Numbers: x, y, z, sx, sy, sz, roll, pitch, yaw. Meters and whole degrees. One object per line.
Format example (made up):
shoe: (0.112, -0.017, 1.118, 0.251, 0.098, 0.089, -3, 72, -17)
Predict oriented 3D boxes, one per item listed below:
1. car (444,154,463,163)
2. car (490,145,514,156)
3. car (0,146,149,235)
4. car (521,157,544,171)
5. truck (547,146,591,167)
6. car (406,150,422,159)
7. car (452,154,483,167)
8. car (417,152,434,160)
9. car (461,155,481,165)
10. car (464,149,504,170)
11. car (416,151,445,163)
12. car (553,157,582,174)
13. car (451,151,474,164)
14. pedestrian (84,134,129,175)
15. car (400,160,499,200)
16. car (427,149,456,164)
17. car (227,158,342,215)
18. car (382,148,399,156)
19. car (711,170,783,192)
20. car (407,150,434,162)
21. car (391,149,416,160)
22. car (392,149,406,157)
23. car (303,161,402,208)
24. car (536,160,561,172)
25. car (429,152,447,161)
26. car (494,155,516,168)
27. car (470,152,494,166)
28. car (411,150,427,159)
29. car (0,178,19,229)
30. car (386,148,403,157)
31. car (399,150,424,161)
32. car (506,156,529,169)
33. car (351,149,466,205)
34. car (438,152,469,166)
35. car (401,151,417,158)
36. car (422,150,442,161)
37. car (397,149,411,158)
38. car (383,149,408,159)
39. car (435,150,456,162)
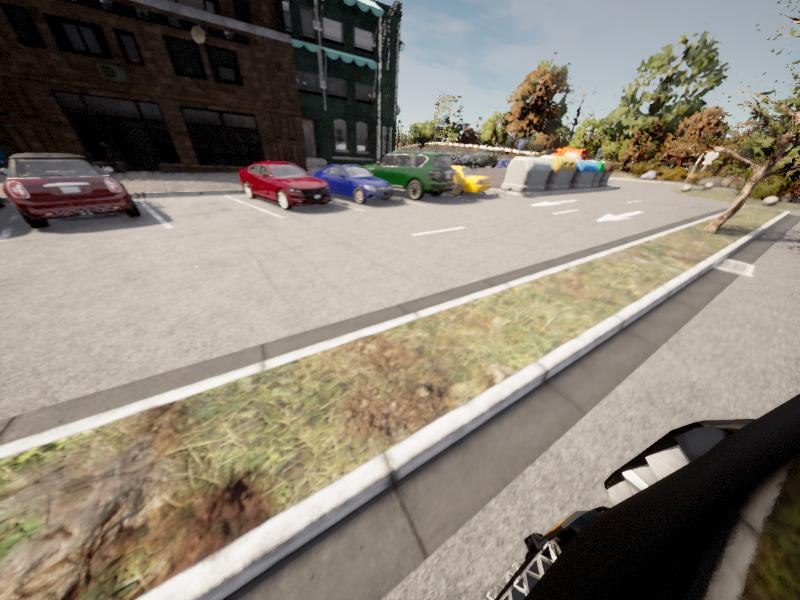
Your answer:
car: (12.978, -34.314, 55.909, 2.231, 1.521, 4.892, 27, 38, 32)
car: (22.859, -33.853, 52.176, 2.007, 1.525, 4.514, -14, 41, -26)
car: (-10.178, -3.632, 7.136, 4.553, 1.767, 2.185, 26, 40, 32)
car: (23.333, -23.932, 40.636, 2.185, 1.767, 4.553, 27, 38, 31)
truck: (30.197, -25.817, 41.568, 2.627, 2.467, 5.204, -14, 41, -26)
car: (4.099, -43.393, 68.843, 2.185, 1.767, 4.553, 27, 38, 32)
car: (9.407, -19.330, 32.042, 2.002, 1.452, 4.674, 27, 40, 31)
car: (7.055, -40.265, 64.583, 2.163, 1.488, 4.792, 28, 39, 31)
car: (15.930, -31.283, 51.564, 2.163, 1.488, 4.792, 28, 39, 31)
car: (10.858, -18.096, 29.738, 2.435, 2.045, 5.566, 27, 40, 32)
car: (5.181, -23.836, 38.515, 1.946, 1.575, 5.366, 27, 39, 32)
car: (26.331, -21.068, 36.272, 2.435, 2.045, 5.566, 27, 38, 32)
car: (14.513, -33.040, 53.626, 2.435, 2.045, 5.566, 27, 38, 31)
pedestrian: (-16.372, -8.101, 12.953, 0.751, 1.860, 0.751, -17, 38, -30)
car: (2.729, -7.344, 13.862, 5.366, 1.575, 1.946, 26, 40, 32)
car: (6.498, -22.389, 36.181, 2.185, 1.767, 4.553, 27, 40, 32)
car: (-4.987, -5.025, 9.846, 5.008, 1.535, 2.097, 26, 39, 32)
car: (-3.242, -51.007, 79.661, 2.435, 2.045, 5.566, 27, 38, 32)
car: (39.458, -13.691, 26.448, 1.851, 1.617, 3.988, -3, 35, -12)
car: (3.621, -25.221, 40.512, 2.231, 1.521, 4.892, 27, 40, 32)
car: (0.731, -28.153, 44.760, 2.097, 1.535, 5.008, 27, 40, 32)
car: (-0.277, -47.902, 75.386, 2.185, 1.767, 4.553, 28, 38, 31)
car: (-2.364, -5.736, 11.178, 4.674, 1.452, 2.002, 26, 39, 32)
car: (24.829, -22.340, 38.556, 2.231, 1.521, 4.892, 28, 38, 31)
car: (9.918, -37.241, 60.121, 1.946, 1.575, 5.366, 28, 39, 31)
car: (20.412, -26.947, 45.015, 2.185, 1.767, 4.553, 28, 39, 31)
car: (17.433, -30.024, 49.246, 2.435, 2.045, 5.566, 28, 38, 31)
car: (5.589, -41.894, 66.672, 2.185, 1.767, 4.553, 27, 38, 31)
car: (-12.772, -3.002, 5.768, 5.566, 2.045, 2.435, 26, 39, 32)
car: (-1.781, -49.483, 77.446, 2.435, 2.045, 5.566, 28, 38, 31)
car: (2.157, -26.653, 42.635, 2.163, 1.488, 4.792, 27, 40, 32)
car: (21.899, -25.449, 42.844, 2.185, 1.767, 4.553, 28, 38, 31)
car: (0.234, -6.737, 12.335, 5.566, 2.045, 2.435, 26, 40, 32)
car: (7.957, -20.827, 34.142, 2.231, 1.521, 4.892, 27, 39, 32)
car: (2.651, -44.792, 71.098, 2.231, 1.521, 4.892, 28, 38, 31)
car: (8.595, -39.027, 62.305, 2.435, 2.045, 5.566, 27, 38, 31)
car: (1.255, -46.524, 73.225, 1.878, 1.987, 4.442, 27, 38, 31)
car: (-0.837, -29.550, 46.762, 1.946, 1.575, 5.366, 27, 40, 32)
car: (11.510, -36.012, 57.926, 2.435, 2.045, 5.566, 28, 39, 31)
